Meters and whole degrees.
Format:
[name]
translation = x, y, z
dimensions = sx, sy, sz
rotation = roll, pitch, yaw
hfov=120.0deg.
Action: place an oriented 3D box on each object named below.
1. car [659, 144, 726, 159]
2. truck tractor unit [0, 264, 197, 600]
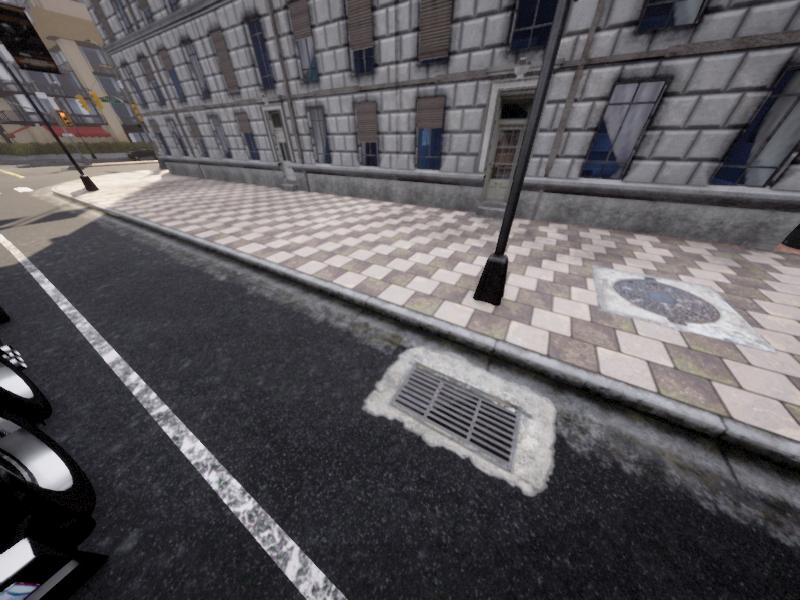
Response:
[car]
translation = 39.714, -20.374, 31.569
dimensions = 1.801, 1.575, 5.366
rotation = -24, 41, -30
[truck tractor unit]
translation = -5.112, -0.300, 0.779
dimensions = 6.516, 4.208, 3.053
rotation = 18, 39, 24
